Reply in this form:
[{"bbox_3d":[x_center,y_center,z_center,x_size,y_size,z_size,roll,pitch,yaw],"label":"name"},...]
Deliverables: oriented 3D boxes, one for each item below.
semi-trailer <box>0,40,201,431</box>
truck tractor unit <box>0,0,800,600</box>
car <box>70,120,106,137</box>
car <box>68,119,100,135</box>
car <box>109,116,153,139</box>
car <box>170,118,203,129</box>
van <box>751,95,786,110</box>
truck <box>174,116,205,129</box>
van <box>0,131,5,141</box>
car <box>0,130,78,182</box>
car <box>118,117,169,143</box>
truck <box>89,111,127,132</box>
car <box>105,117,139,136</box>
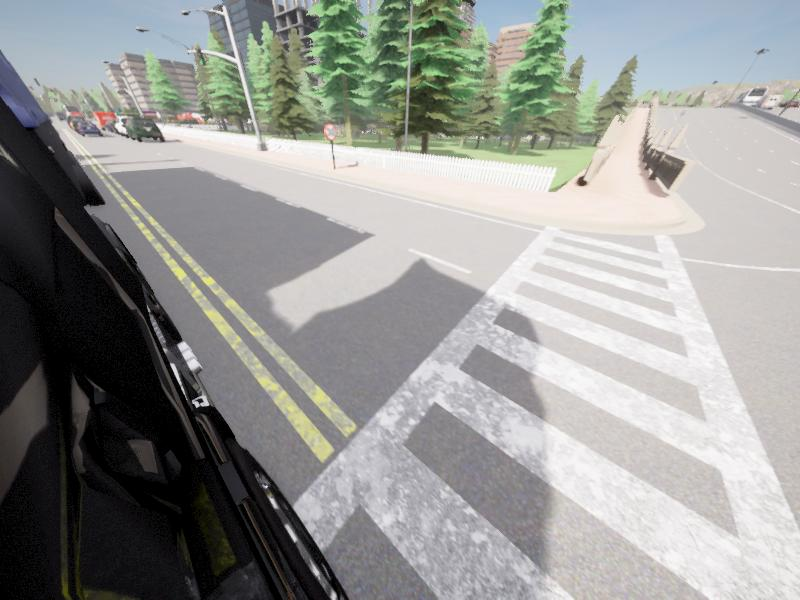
[{"bbox_3d":[-8.684,-3.604,4.257,14.254,4.402,2.717,28,44,30],"label":"semi-trailer"},{"bbox_3d":[-2.645,-0.295,0.351,6.516,4.208,3.053,28,44,30],"label":"truck tractor unit"},{"bbox_3d":[-36.751,-20.191,27.193,3.705,1.549,1.789,28,44,30],"label":"car"},{"bbox_3d":[-41.574,-22.740,30.383,4.193,1.474,1.816,28,44,30],"label":"car"},{"bbox_3d":[-32.693,-20.962,28.058,5.566,2.045,2.150,28,44,30],"label":"car"},{"bbox_3d":[-55.188,-45.748,59.916,2.150,2.045,5.566,27,43,29],"label":"car"},{"bbox_3d":[85.786,-46.129,53.925,2.351,2.431,6.366,27,48,29],"label":"van"},{"bbox_3d":[-56.925,-48.007,62.494,2.627,2.467,5.204,27,43,29],"label":"truck"},{"bbox_3d":[-37.409,-15.257,20.134,4.480,2.038,2.069,28,44,30],"label":"van"},{"bbox_3d":[-15.779,-6.168,9.727,3.806,1.475,1.970,28,44,30],"label":"car"},{"bbox_3d":[-27.119,-17.982,24.398,5.566,2.045,2.150,28,44,30],"label":"car"},{"bbox_3d":[-48.062,-29.365,38.039,5.204,2.467,2.627,28,44,30],"label":"truck"},{"bbox_3d":[-38.227,-23.857,31.743,4.605,1.855,1.932,28,44,30],"label":"car"}]
